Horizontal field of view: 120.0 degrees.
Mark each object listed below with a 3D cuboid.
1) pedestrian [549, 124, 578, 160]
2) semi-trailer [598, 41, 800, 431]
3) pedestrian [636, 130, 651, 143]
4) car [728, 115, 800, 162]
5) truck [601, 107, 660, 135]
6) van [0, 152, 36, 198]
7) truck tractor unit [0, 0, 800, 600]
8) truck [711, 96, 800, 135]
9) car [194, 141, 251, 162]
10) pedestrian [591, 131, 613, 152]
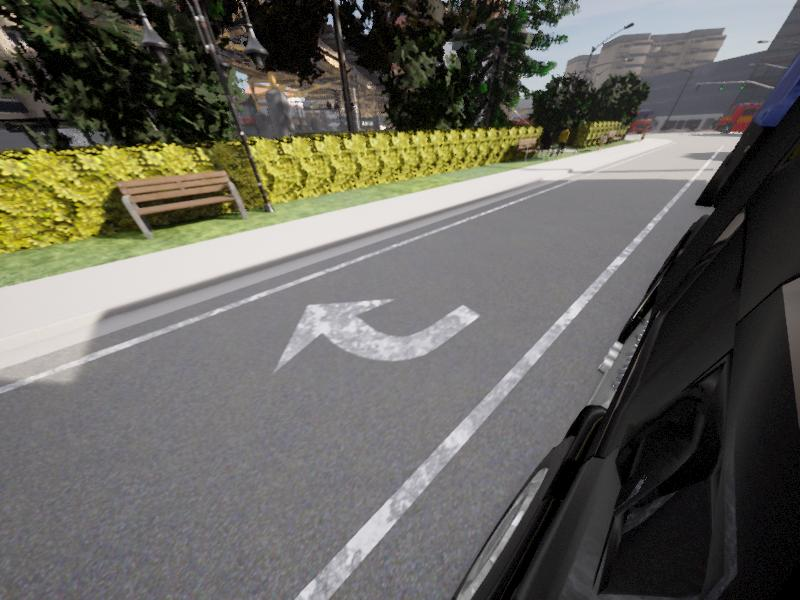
[{"bbox_3d":[10.647,-10.285,15.083,0.751,1.860,0.751,-27,43,-30],"label":"pedestrian"},{"bbox_3d":[8.698,-3.580,4.264,14.254,4.402,2.717,-28,44,-30],"label":"semi-trailer"},{"bbox_3d":[25.028,-16.802,23.763,0.500,1.100,0.500,-19,40,-21],"label":"pedestrian"},{"bbox_3d":[22.711,-9.946,14.122,5.566,2.045,2.150,-27,43,-30],"label":"car"},{"bbox_3d":[43.905,-34.303,44.616,2.891,3.827,8.468,2,36,5],"label":"truck"},{"bbox_3d":[-21.023,-5.369,10.248,2.069,2.038,4.480,2,37,5],"label":"van"},{"bbox_3d":[2.645,-0.295,0.351,6.516,4.208,3.053,-28,44,-30],"label":"truck tractor unit"},{"bbox_3d":[49.496,-24.868,31.406,2.891,3.827,8.468,2,36,5],"label":"truck"},{"bbox_3d":[-19.274,-16.427,25.476,1.801,1.575,5.366,2,37,5],"label":"car"},{"bbox_3d":[16.177,-12.686,18.505,0.751,1.300,0.751,-30,44,-32],"label":"pedestrian"}]
